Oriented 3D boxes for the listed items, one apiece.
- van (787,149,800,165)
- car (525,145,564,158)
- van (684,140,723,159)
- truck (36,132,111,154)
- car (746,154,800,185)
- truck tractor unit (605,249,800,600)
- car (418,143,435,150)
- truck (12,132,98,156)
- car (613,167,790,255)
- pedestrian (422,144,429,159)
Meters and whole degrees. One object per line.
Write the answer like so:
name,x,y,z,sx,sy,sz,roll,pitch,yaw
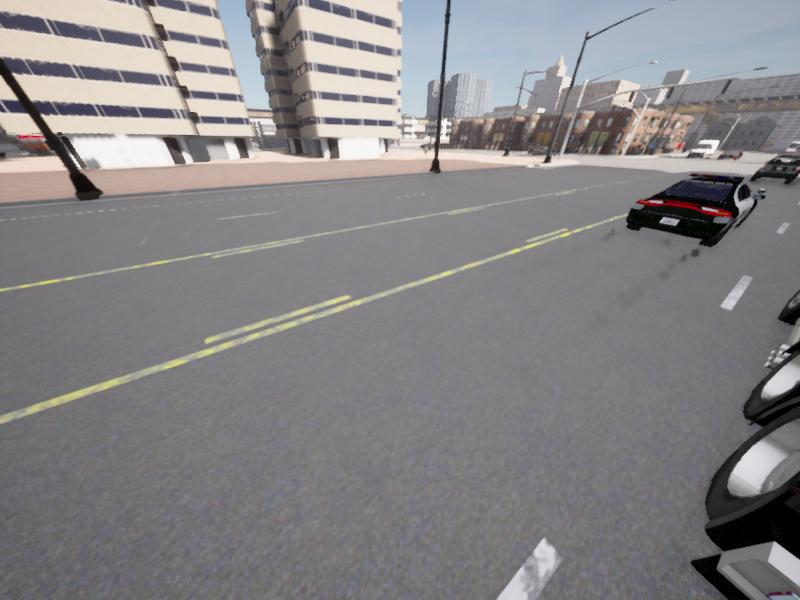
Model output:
van,52.667,-18.629,29.288,6.366,2.431,2.351,-19,39,-25
car,25.123,-26.048,40.399,1.930,1.638,5.238,-20,40,-26
van,50.425,-25.034,38.403,5.915,2.561,1.988,-19,39,-26
truck,-72.118,-34.856,51.516,8.468,3.827,2.891,-20,40,-28
car,26.872,-9.269,16.254,3.988,1.617,1.851,-19,39,-26
truck tractor unit,5.087,-0.321,0.825,6.516,4.208,3.053,-19,39,-25
car,7.747,-45.453,68.317,2.128,1.511,4.902,-20,39,-26
truck,-68.674,-31.353,46.486,8.468,3.827,2.891,-20,40,-28
car,9.252,-2.999,7.108,4.974,1.542,2.038,-20,39,-26
pedestrian,3.871,-22.455,34.827,0.751,1.860,0.751,-9,36,-13
